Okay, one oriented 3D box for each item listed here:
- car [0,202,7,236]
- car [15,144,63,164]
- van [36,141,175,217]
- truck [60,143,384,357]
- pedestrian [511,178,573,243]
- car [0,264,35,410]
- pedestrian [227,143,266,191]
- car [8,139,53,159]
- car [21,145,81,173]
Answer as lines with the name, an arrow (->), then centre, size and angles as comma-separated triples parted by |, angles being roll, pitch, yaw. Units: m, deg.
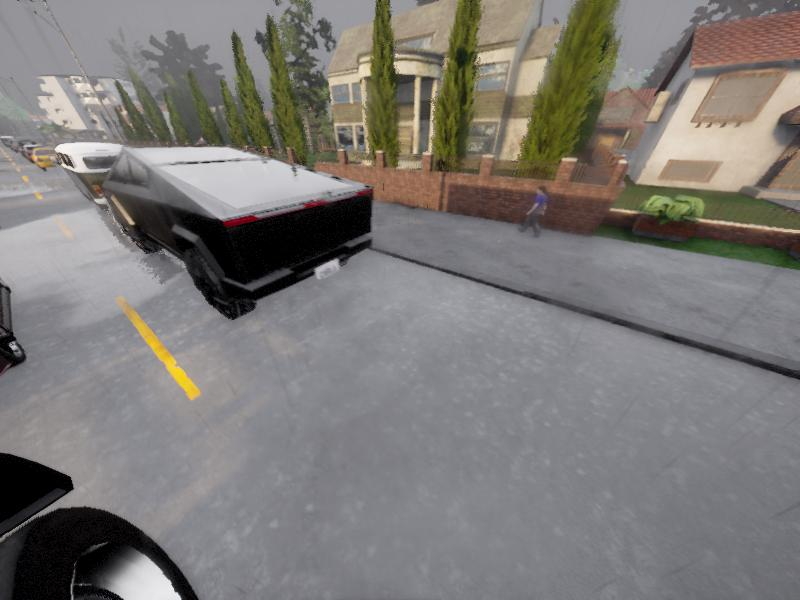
car -> -13.263, -2.722, 6.348 | 4.514, 1.525, 2.007 | 23, 41, 28
car -> -36.200, -14.682, 23.185 | 3.806, 1.475, 1.970 | 22, 41, 28
van -> -11.434, -4.910, 9.028 | 4.480, 2.038, 2.069 | 23, 41, 28
truck -> -3.560, -1.761, 4.564 | 6.274, 2.098, 2.390 | 22, 41, 28
pedestrian -> 3.508, -2.262, 5.800 | 0.751, 1.300, 0.751 | -27, 43, -33
car -> -6.192, 0.217, 2.393 | 4.181, 1.385, 1.994 | 22, 40, 28
pedestrian -> -7.196, -6.246, 10.883 | 0.751, 1.860, 0.751 | 22, 41, 28
car -> -44.303, -18.152, 27.700 | 4.605, 1.855, 1.932 | 22, 41, 27
car -> -28.146, -11.475, 18.612 | 5.366, 1.575, 1.801 | 23, 41, 28
